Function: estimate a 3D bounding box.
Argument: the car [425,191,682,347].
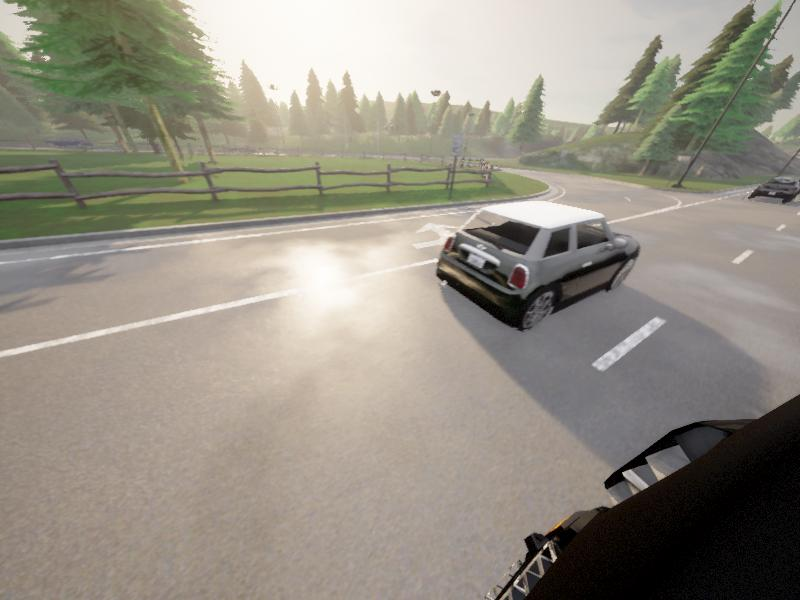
[{"bbox_3d":[2.651,-0.942,4.228,3.806,1.475,1.970,-16,38,-26],"label":"car"}]

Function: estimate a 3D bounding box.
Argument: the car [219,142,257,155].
[{"bbox_3d":[-28.296,-26.553,40.532,5.027,1.651,2.152,-16,38,-26],"label":"car"}]

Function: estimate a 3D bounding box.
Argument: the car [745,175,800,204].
[{"bbox_3d":[27.630,-8.104,16.814,4.193,1.474,1.816,-16,38,-26],"label":"car"}]

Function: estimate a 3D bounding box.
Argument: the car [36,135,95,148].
[{"bbox_3d":[-54.285,-25.818,37.649,5.008,1.535,1.882,-16,38,-26],"label":"car"}]

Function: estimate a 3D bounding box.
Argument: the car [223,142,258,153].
[{"bbox_3d":[-31.421,-30.108,45.710,5.366,1.575,1.801,-16,38,-26],"label":"car"}]
